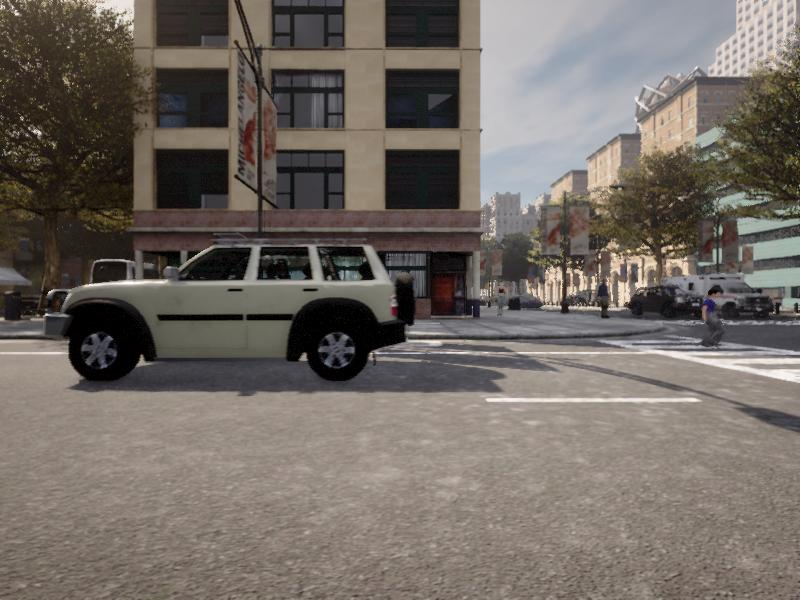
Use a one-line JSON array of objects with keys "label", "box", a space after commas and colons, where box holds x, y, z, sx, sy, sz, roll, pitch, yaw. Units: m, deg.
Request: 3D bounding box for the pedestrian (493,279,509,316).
[{"label": "pedestrian", "box": [5.155, -0.116, 20.453, 0.751, 1.860, 0.751, 0, 0, 7]}]

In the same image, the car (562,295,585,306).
[{"label": "car", "box": [29.860, 0.047, 68.907, 1.932, 1.855, 4.605, 0, 0, 0]}]

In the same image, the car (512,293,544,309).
[{"label": "car", "box": [14.890, 0.091, 46.859, 2.097, 1.767, 4.553, 0, 0, -2]}]

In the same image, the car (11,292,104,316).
[{"label": "car", "box": [-22.895, 0.240, 27.094, 2.128, 1.511, 4.902, 0, 0, -1]}]

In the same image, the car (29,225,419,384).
[{"label": "car", "box": [-2.079, 0.052, 5.692, 4.605, 1.855, 1.932, 0, 0, 0]}]

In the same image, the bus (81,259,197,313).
[{"label": "bus", "box": [-23.093, -1.130, 36.580, 3.944, 4.253, 10.273, 0, 0, 0]}]

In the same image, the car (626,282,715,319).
[{"label": "car", "box": [15.051, 0.051, 22.629, 1.932, 1.855, 4.605, 0, 0, 0]}]

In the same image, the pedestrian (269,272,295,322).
[{"label": "pedestrian", "box": [-4.461, -0.114, 15.207, 0.751, 1.860, 0.751, 0, 0, 2]}]

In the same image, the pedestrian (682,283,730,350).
[{"label": "pedestrian", "box": [6.322, 0.316, 8.257, 0.751, 1.300, 0.751, 0, 0, 40]}]

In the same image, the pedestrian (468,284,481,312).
[{"label": "pedestrian", "box": [4.986, -0.116, 26.813, 0.751, 1.860, 0.751, 0, 0, 2]}]

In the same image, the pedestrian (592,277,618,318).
[{"label": "pedestrian", "box": [9.457, -0.117, 18.457, 0.751, 1.860, 0.751, 0, 0, -20]}]

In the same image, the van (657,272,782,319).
[{"label": "van", "box": [18.542, -0.225, 23.845, 2.351, 2.431, 6.366, 0, 0, 0]}]
